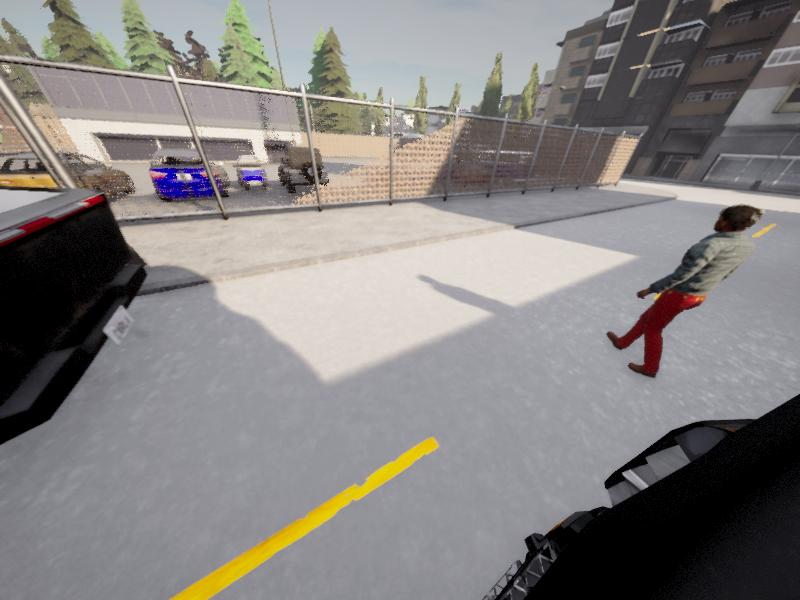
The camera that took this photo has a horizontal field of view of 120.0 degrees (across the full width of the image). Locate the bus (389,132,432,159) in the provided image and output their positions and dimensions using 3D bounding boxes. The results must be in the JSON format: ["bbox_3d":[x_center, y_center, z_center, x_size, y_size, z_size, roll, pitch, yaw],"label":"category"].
[{"bbox_3d":[2.333,-32.866,49.246,3.944,4.253,10.273,24,39,26],"label":"bus"}]

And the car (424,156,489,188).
[{"bbox_3d":[3.703,-8.492,15.250,3.705,1.547,1.789,-16,38,-25],"label":"car"}]

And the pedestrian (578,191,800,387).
[{"bbox_3d":[2.873,-0.029,2.366,0.751,1.860,0.751,-1,34,-5],"label":"pedestrian"}]

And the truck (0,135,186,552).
[{"bbox_3d":[-5.215,0.707,0.581,6.274,2.098,2.390,-16,38,-25],"label":"truck"}]
